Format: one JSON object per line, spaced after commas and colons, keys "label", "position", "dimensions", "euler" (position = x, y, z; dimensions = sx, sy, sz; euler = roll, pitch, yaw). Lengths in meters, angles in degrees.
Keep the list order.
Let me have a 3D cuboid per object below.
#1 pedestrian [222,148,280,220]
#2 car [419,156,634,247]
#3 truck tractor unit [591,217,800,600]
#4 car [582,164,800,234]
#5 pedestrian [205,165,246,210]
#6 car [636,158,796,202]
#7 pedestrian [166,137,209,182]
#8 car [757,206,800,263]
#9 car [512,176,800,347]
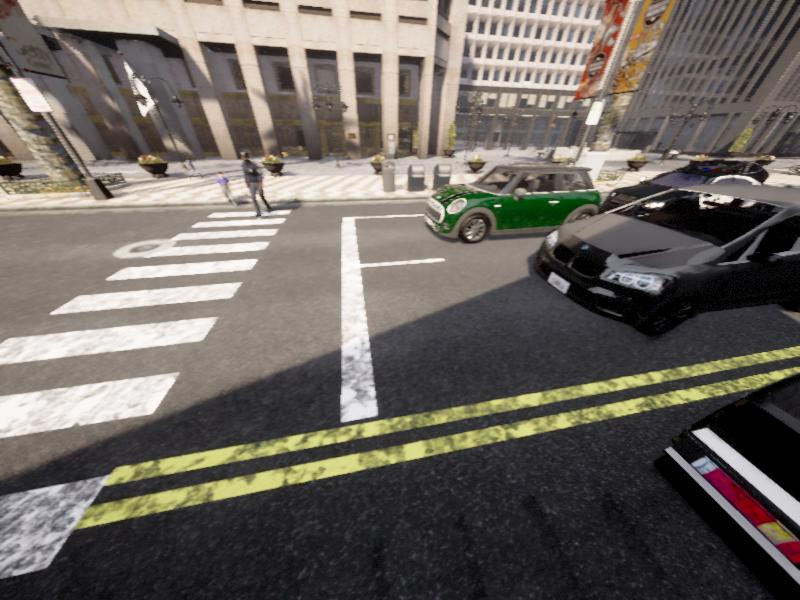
{"label": "pedestrian", "position": [-4.467, -3.532, 7.104], "dimensions": [0.751, 1.860, 0.751], "euler": [-3, 36, -5]}
{"label": "car", "position": [3.054, -2.868, 6.416], "dimensions": [4.553, 1.767, 2.097], "euler": [-6, 36, -9]}
{"label": "truck tractor unit", "position": [5.340, 0.055, 0.287], "dimensions": [6.516, 4.208, 3.053], "euler": [-6, 36, -9]}
{"label": "car", "position": [9.219, -3.367, 7.458], "dimensions": [4.974, 1.542, 2.038], "euler": [-6, 36, -9]}
{"label": "pedestrian", "position": [-6.168, -4.006, 8.215], "dimensions": [0.751, 1.300, 0.751], "euler": [-20, 41, -26]}
{"label": "car", "position": [14.678, -5.769, 10.962], "dimensions": [4.792, 1.488, 2.163], "euler": [-6, 36, -9]}
{"label": "pedestrian", "position": [-10.746, -7.129, 11.748], "dimensions": [0.751, 1.860, 0.751], "euler": [-9, 37, -14]}
{"label": "car", "position": [11.570, -1.565, 4.902], "dimensions": [4.856, 1.649, 2.033], "euler": [-6, 36, -9]}
{"label": "car", "position": [4.849, -0.923, 3.840], "dimensions": [4.611, 1.667, 2.242], "euler": [-6, 36, -9]}
